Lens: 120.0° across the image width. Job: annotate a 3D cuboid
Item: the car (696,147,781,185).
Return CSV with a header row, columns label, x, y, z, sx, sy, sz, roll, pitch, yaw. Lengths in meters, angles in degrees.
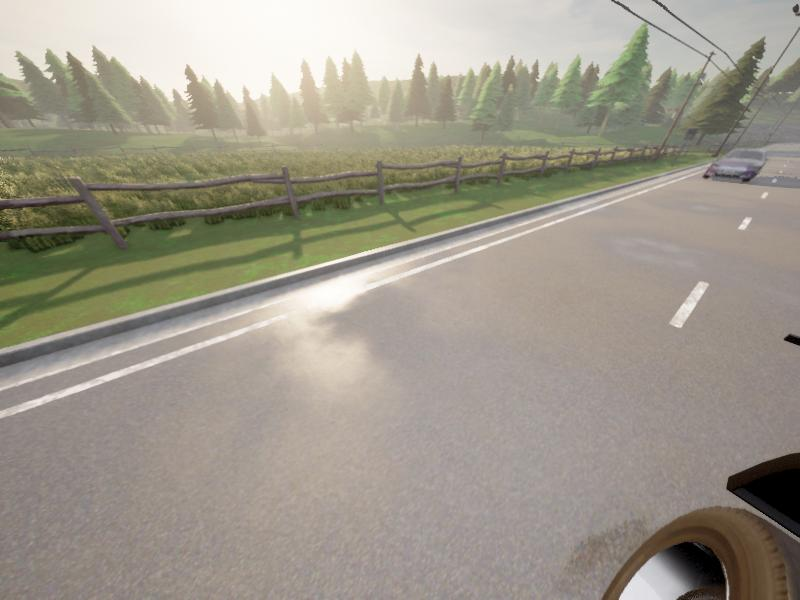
label,x,y,z,sx,sy,sz,roll,pitch,yaw
car,20.834,-8.367,14.209,4.856,1.649,2.033,-22,41,-28
